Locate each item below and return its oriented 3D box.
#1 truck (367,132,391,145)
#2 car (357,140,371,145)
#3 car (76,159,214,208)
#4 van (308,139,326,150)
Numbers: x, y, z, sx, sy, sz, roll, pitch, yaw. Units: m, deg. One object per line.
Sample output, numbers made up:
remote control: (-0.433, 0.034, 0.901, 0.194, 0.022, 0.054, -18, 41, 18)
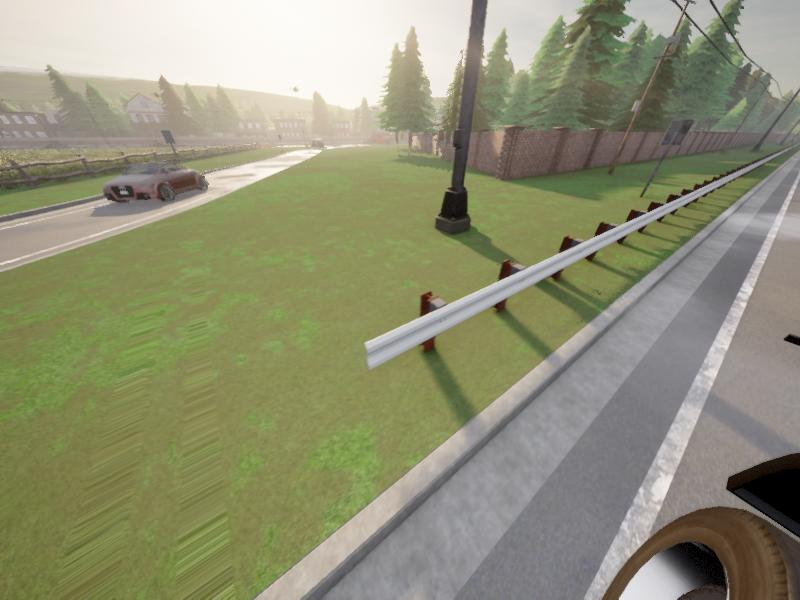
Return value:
truck: (-7.660, -59.585, 85.089, 8.468, 3.827, 2.891, -21, 40, -27)
car: (-13.407, -58.787, 86.074, 4.902, 1.511, 2.128, -21, 40, -27)
car: (-11.049, -5.499, 10.596, 1.994, 1.385, 4.181, -4, 35, -5)
van: (-18.599, -35.026, 51.919, 2.069, 2.038, 4.480, 0, 35, 2)
